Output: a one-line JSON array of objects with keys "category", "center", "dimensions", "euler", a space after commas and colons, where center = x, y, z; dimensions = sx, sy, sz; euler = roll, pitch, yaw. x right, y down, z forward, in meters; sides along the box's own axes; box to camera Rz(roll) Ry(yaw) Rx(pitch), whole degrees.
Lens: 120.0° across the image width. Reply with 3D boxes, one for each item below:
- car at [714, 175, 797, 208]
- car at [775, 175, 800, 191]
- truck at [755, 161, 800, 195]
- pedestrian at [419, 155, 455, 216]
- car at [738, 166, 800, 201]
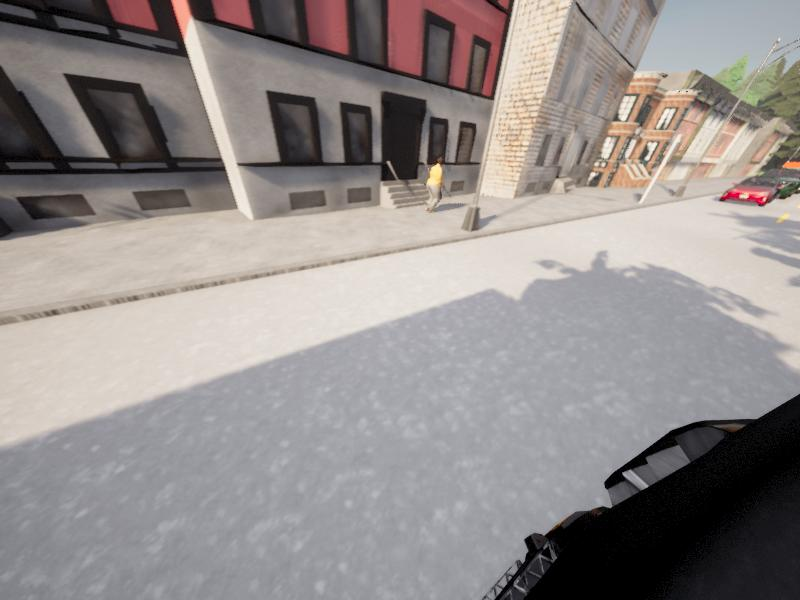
[{"category": "car", "center": [23.149, -7.168, 15.054], "dimensions": [4.514, 1.525, 2.007], "euler": [-16, 38, -26]}, {"category": "car", "center": [44.520, -13.173, 25.861], "dimensions": [4.718, 1.301, 1.895], "euler": [-16, 38, -26]}, {"category": "truck", "center": [37.633, -11.699, 22.076], "dimensions": [5.204, 2.467, 2.627], "euler": [-16, 38, -26]}, {"category": "pedestrian", "center": [1.302, -4.149, 8.400], "dimensions": [0.751, 1.860, 0.751], "euler": [-15, 37, -25]}, {"category": "car", "center": [30.246, -9.421, 18.493], "dimensions": [5.566, 2.045, 2.150], "euler": [-16, 38, -26]}]
